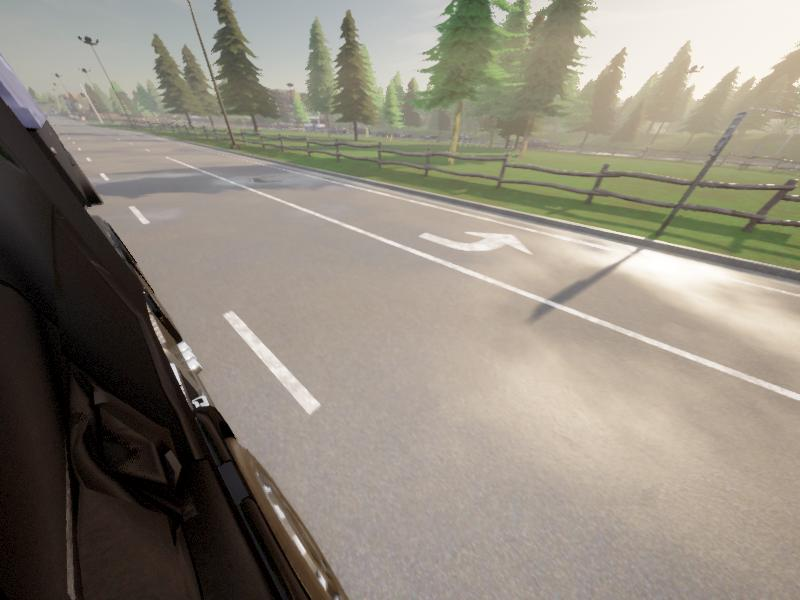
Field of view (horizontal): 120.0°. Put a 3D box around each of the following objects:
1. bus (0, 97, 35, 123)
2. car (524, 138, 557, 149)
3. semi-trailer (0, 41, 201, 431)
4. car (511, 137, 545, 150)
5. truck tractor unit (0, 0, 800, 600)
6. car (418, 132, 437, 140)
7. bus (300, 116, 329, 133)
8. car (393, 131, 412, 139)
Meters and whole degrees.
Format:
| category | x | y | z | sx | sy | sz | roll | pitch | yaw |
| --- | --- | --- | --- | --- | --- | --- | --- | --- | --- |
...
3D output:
| category | x | y | z | sx | sy | sz | roll | pitch | yaw |
| --- | --- | --- | --- | --- | --- | --- | --- | --- | --- |
| bus | -88.798 | -43.475 | 52.884 | 10.273 | 4.253 | 3.944 | 28 | 44 | 30 |
| car | 29.083 | -32.543 | 48.018 | 5.366 | 1.575 | 1.801 | 28 | 44 | 30 |
| semi-trailer | -8.698 | -3.597 | 4.240 | 14.254 | 4.402 | 2.717 | 28 | 43 | 30 |
| car | 24.233 | -29.689 | 43.828 | 5.027 | 1.651 | 2.152 | 28 | 43 | 30 |
| truck tractor unit | -2.645 | -0.295 | 0.351 | 6.516 | 4.208 | 3.053 | 28 | 44 | 30 |
| car | 7.706 | -46.716 | 65.704 | 4.974 | 1.542 | 2.038 | 28 | 43 | 30 |
| bus | -30.525 | -62.702 | 82.520 | 10.273 | 4.253 | 3.944 | 28 | 43 | 30 |
| car | 0.655 | -45.021 | 62.972 | 4.974 | 1.542 | 2.038 | 28 | 43 | 30 |
